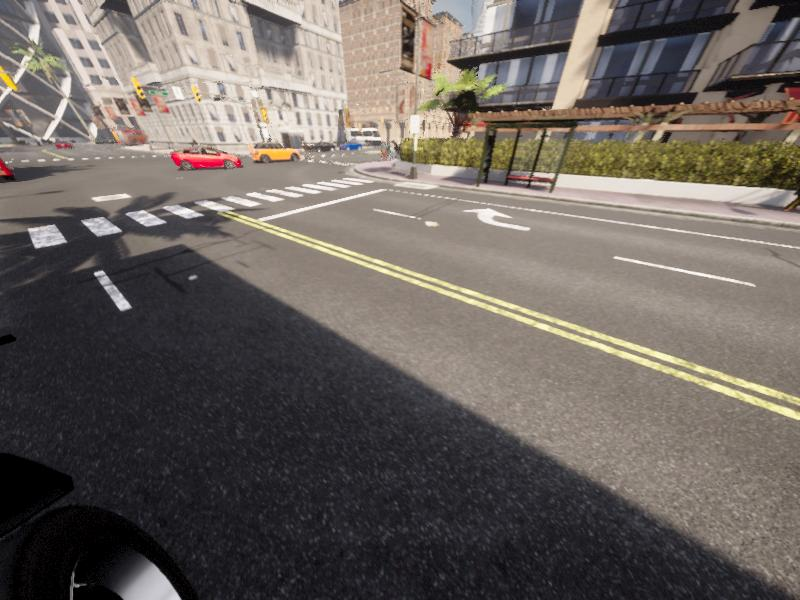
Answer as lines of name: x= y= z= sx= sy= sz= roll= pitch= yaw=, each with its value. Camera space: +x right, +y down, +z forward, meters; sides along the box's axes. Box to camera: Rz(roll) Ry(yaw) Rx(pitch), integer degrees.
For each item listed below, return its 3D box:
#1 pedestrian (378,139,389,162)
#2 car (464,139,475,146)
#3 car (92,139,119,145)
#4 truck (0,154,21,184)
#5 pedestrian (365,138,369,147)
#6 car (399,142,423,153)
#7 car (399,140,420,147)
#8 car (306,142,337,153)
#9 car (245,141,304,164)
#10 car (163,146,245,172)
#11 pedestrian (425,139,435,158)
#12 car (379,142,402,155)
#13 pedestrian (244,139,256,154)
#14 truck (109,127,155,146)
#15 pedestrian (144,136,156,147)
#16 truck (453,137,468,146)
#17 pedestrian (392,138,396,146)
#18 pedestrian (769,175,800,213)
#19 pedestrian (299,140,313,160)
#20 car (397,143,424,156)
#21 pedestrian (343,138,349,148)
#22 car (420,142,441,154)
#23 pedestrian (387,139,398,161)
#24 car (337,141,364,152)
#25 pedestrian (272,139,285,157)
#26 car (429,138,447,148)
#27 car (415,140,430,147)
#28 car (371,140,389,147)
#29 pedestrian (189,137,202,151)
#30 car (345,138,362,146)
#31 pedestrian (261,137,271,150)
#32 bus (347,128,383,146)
pedestrian: x=-1.636 y=-14.685 z=22.762 sx=0.751 sy=1.860 sz=0.751 roll=-29 pitch=45 yaw=-35
car: x=23.359 y=-53.042 z=77.626 sx=1.905 sy=1.878 sz=3.866 roll=22 pitch=41 yaw=27
car: x=-77.716 y=-41.708 z=61.052 sx=1.895 sy=1.301 sz=4.718 roll=-4 pitch=35 yaw=-6
truck: x=-25.751 y=-8.937 z=12.981 sx=8.468 sy=3.827 sz=2.891 roll=22 pitch=41 yaw=28
pedestrian: x=-8.465 y=-40.328 z=59.004 sx=0.751 sy=1.860 sz=0.751 roll=16 pitch=38 yaw=21
car: x=2.003 y=-26.937 z=40.744 sx=2.007 sy=1.525 sz=4.514 roll=22 pitch=41 yaw=27
car: x=2.523 y=-42.311 z=62.419 sx=5.238 sy=1.638 sz=1.930 roll=22 pitch=40 yaw=27
car: x=-13.202 y=-25.940 z=39.204 sx=1.837 sy=1.490 sz=4.892 roll=22 pitch=41 yaw=27
car: x=-12.750 y=-15.235 z=23.791 sx=2.097 sy=1.767 sz=4.553 roll=29 pitch=44 yaw=34
car: x=-15.402 y=-11.392 z=18.553 sx=4.514 sy=1.525 sz=2.007 roll=-14 pitch=38 yaw=-19
pedestrian: x=3.602 y=-18.092 z=27.639 sx=0.751 sy=1.860 sz=0.751 roll=17 pitch=39 yaw=22
car: x=-1.493 y=-24.024 z=36.558 sx=1.789 sy=1.549 sz=3.705 roll=22 pitch=41 yaw=27
pedestrian: x=-22.333 y=-22.905 z=34.457 sx=0.751 sy=1.860 sz=0.751 roll=29 pitch=44 yaw=34
truck: x=-70.930 y=-43.512 z=61.482 sx=2.891 sy=3.827 sz=8.468 roll=-6 pitch=36 yaw=-8
pedestrian: x=-53.651 y=-33.962 z=49.532 sx=0.751 sy=1.860 sz=0.751 roll=4 pitch=35 yaw=5
truck: x=20.863 y=-54.767 z=79.522 sx=2.627 sy=2.467 sz=5.204 roll=22 pitch=41 yaw=27
pedestrian: x=-1.664 y=-45.537 z=66.714 sx=0.751 sy=1.860 sz=0.751 roll=18 pitch=39 yaw=23
pedestrian: x=13.744 y=-3.635 z=7.930 sx=0.500 sy=1.100 sz=0.500 roll=16 pitch=38 yaw=20
pedestrian: x=-10.735 y=-17.164 z=26.444 sx=0.751 sy=1.860 sz=0.751 roll=24 pitch=41 yaw=29
car: x=1.667 y=-23.072 z=35.295 sx=1.837 sy=1.490 sz=4.892 roll=22 pitch=41 yaw=27
pedestrian: x=-12.291 y=-35.962 z=52.782 sx=0.751 sy=1.860 sz=0.751 roll=16 pitch=38 yaw=21
car: x=5.274 y=-26.125 z=39.556 sx=1.851 sy=1.617 sz=3.988 roll=22 pitch=40 yaw=27
pedestrian: x=-0.754 y=-15.341 z=23.699 sx=0.751 sy=1.860 sz=0.751 roll=26 pitch=42 yaw=31
car: x=-9.361 y=-29.162 z=43.769 sx=1.882 sy=1.535 sz=5.008 roll=22 pitch=40 yaw=27
pedestrian: x=-15.861 y=-19.830 z=30.166 sx=0.751 sy=1.860 sz=0.751 roll=22 pitch=41 yaw=28
car: x=10.175 y=-42.106 z=61.861 sx=2.150 sy=2.045 sz=5.566 roll=22 pitch=41 yaw=27
car: x=6.528 y=-45.563 z=67.154 sx=3.633 sy=1.501 sz=1.845 roll=22 pitch=40 yaw=27
car: x=-5.564 y=-43.030 z=63.455 sx=4.514 sy=1.525 sz=2.007 roll=22 pitch=40 yaw=27
pedestrian: x=-32.276 y=-24.587 z=36.472 sx=0.751 sy=1.860 sz=0.751 roll=22 pitch=41 yaw=28
car: x=-13.585 y=-46.354 z=67.775 sx=4.605 sy=1.855 sz=1.932 roll=22 pitch=40 yaw=27
pedestrian: x=-23.787 y=-27.664 z=40.915 sx=0.751 sy=1.860 sz=0.751 roll=22 pitch=41 yaw=28
bus: x=-10.490 y=-48.624 z=68.965 sx=10.273 sy=4.253 sz=3.944 roll=22 pitch=40 yaw=27
